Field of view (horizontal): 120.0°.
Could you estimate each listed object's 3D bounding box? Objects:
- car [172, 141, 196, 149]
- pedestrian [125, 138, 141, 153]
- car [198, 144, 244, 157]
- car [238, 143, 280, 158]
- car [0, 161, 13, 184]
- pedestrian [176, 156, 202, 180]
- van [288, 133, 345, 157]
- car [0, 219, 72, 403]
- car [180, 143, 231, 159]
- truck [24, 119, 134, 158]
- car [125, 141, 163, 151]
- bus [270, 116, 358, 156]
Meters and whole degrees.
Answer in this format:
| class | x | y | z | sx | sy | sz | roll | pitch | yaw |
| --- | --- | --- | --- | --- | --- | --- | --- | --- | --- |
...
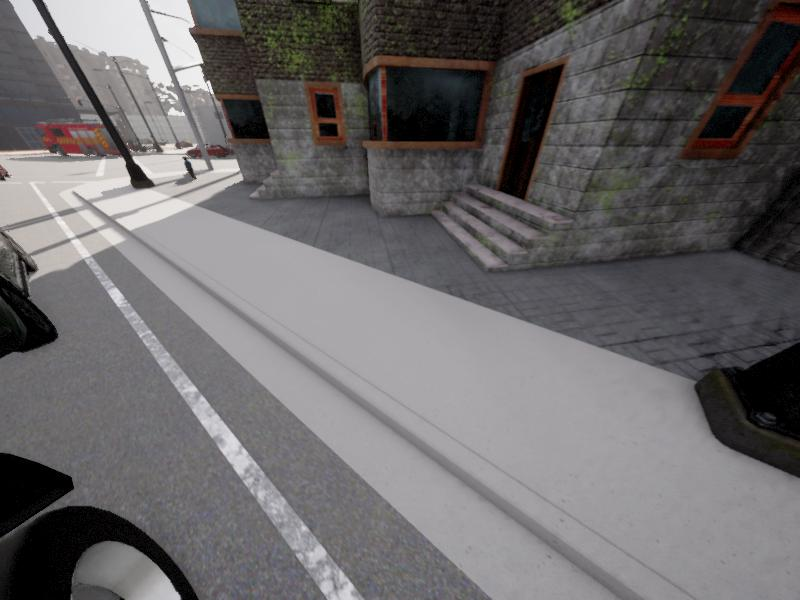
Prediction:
| class | x | y | z | sx | sy | sz | roll | pitch | yaw |
| --- | --- | --- | --- | --- | --- | --- | --- | --- | --- |
| car | -49.132 | -35.431 | 52.647 | 1.994 | 1.385 | 4.181 | -4 | 35 | -7 |
| pedestrian | -38.986 | -22.574 | 33.745 | 0.751 | 1.860 | 0.751 | 25 | 42 | 30 |
| car | -24.008 | -20.209 | 31.147 | 4.181 | 1.385 | 1.994 | -6 | 36 | -8 |
| car | -17.653 | -18.841 | 29.106 | 3.806 | 1.475 | 1.970 | -6 | 36 | -8 |
| car | -24.771 | -7.696 | 13.373 | 4.674 | 1.442 | 1.812 | 25 | 42 | 30 |
| pedestrian | -11.757 | -7.352 | 12.904 | 0.500 | 1.100 | 0.500 | 13 | 37 | 17 |
| van | -10.544 | -19.999 | 29.795 | 6.366 | 2.431 | 2.351 | -6 | 36 | -7 |
| car | -6.715 | -0.404 | 2.710 | 5.566 | 2.045 | 2.150 | 22 | 40 | 29 |
| car | -23.620 | -18.242 | 28.265 | 4.193 | 1.474 | 1.816 | -6 | 36 | -8 |
| truck | -40.326 | -20.478 | 29.365 | 8.468 | 3.827 | 2.891 | 4 | 36 | 5 |
| car | -47.194 | -28.552 | 42.761 | 2.038 | 1.542 | 4.974 | -5 | 36 | -8 |
| bus | -11.322 | -22.641 | 31.965 | 10.273 | 4.253 | 3.944 | -6 | 36 | -8 |
